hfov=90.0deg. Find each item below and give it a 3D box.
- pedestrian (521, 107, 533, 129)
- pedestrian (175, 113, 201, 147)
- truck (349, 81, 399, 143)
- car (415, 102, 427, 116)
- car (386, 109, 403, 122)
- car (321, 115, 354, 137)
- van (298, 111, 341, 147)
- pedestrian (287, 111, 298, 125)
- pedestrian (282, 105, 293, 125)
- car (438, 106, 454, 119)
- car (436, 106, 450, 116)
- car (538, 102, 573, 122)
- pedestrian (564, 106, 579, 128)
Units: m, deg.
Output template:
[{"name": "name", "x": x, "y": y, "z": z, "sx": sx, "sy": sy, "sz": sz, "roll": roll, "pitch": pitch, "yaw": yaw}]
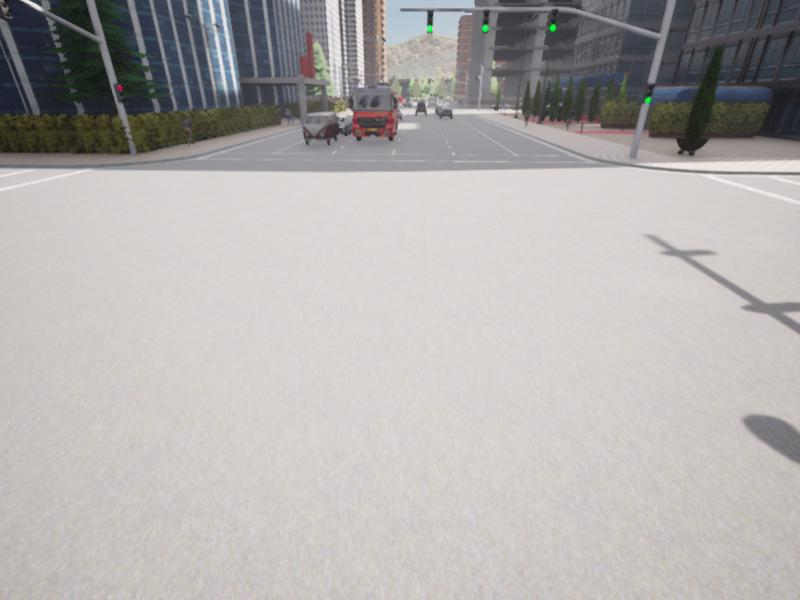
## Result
[{"name": "pedestrian", "x": 12.033, "y": -17.263, "z": 37.873, "sx": 0.751, "sy": 1.860, "sz": 0.751, "roll": 3, "pitch": 27, "yaw": 6}, {"name": "pedestrian", "x": -12.934, "y": -10.380, "z": 24.431, "sx": 0.751, "sy": 1.860, "sz": 0.751, "roll": 1, "pitch": 27, "yaw": 2}, {"name": "truck", "x": -1.728, "y": -14.621, "z": 30.944, "sx": 2.891, "sy": 3.827, "sz": 8.468, "roll": 1, "pitch": 27, "yaw": 2}, {"name": "car", "x": 3.513, "y": -31.695, "z": 66.366, "sx": 1.905, "sy": 1.878, "sz": 3.866, "roll": 1, "pitch": 27, "yaw": 2}, {"name": "car", "x": -0.689, "y": -24.246, "z": 52.394, "sx": 1.994, "sy": 1.385, "sz": 4.181, "roll": 1, "pitch": 27, "yaw": 2}, {"name": "car", "x": -5.130, "y": -14.567, "z": 33.406, "sx": 1.970, "sy": 1.475, "sz": 3.806, "roll": 1, "pitch": 27, "yaw": 2}, {"name": "van", "x": -5.420, "y": -11.785, "z": 27.427, "sx": 1.775, "sy": 1.987, "sz": 4.442, "roll": 1, "pitch": 27, "yaw": 2}, {"name": "pedestrian", "x": -11.562, "y": -19.632, "z": 43.076, "sx": 0.751, "sy": 1.300, "sz": 0.751, "roll": 1, "pitch": 27, "yaw": 1}, {"name": "pedestrian", "x": -11.868, "y": -19.573, "z": 42.349, "sx": 0.751, "sy": 1.860, "sz": 0.751, "roll": 0, "pitch": 27, "yaw": -1}, {"name": "car", "x": 6.541, "y": -26.801, "z": 57.246, "sx": 1.837, "sy": 1.490, "sz": 4.892, "roll": 1, "pitch": 28, "yaw": 2}, {"name": "car", "x": 6.947, "y": -30.780, "z": 65.109, "sx": 1.970, "sy": 1.475, "sz": 3.806, "roll": 1, "pitch": 27, "yaw": 2}, {"name": "car", "x": 19.321, "y": -23.327, "z": 49.518, "sx": 2.390, "sy": 2.098, "sz": 6.274, "roll": 17, "pitch": 31, "yaw": 29}, {"name": "pedestrian", "x": 16.756, "y": -17.872, "z": 39.061, "sx": 0.751, "sy": 1.860, "sz": 0.751, "roll": -9, "pitch": 28, "yaw": -16}]
